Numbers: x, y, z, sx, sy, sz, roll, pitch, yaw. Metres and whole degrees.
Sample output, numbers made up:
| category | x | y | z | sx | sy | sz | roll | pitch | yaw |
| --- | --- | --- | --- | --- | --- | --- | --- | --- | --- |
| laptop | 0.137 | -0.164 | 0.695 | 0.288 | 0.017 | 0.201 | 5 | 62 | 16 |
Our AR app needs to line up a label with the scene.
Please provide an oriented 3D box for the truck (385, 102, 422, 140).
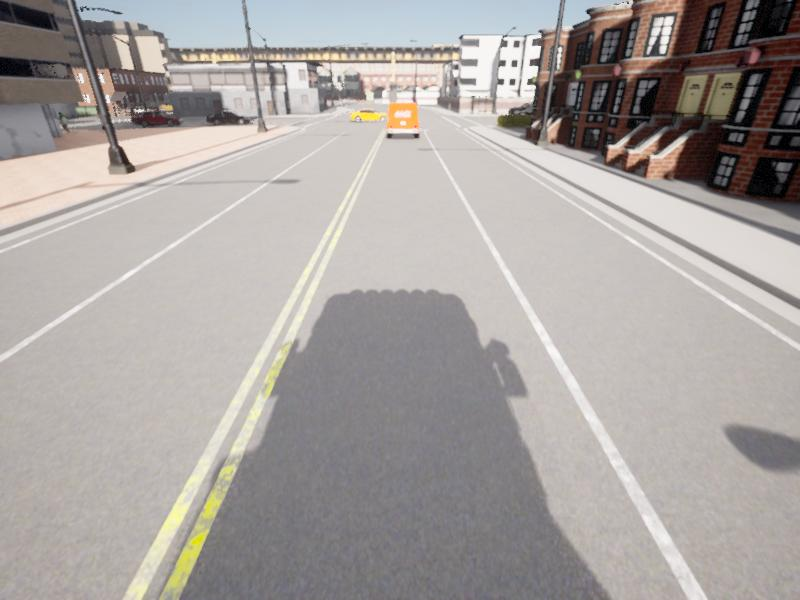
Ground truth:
| category | x | y | z | sx | sy | sz | roll | pitch | yaw |
| --- | --- | --- | --- | --- | --- | --- | --- | --- | --- |
| truck | 0.245 | -14.223 | 31.574 | 2.627 | 2.467 | 5.204 | 0 | 27 | 0 |

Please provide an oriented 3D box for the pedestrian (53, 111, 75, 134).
| category | x | y | z | sx | sy | sz | roll | pitch | yaw |
| --- | --- | --- | --- | --- | --- | --- | --- | --- | --- |
| pedestrian | -30.834 | -16.306 | 36.723 | 0.751 | 1.860 | 0.751 | 0 | 27 | -1 |

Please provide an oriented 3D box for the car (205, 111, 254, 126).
| category | x | y | z | sx | sy | sz | roll | pitch | yaw |
| --- | --- | --- | --- | --- | --- | --- | --- | --- | --- |
| car | -19.505 | -20.818 | 45.863 | 4.674 | 1.442 | 1.812 | -1 | 27 | -1 |

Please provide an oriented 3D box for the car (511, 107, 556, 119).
| category | x | y | z | sx | sy | sz | roll | pitch | yaw |
| --- | --- | --- | --- | --- | --- | --- | --- | --- | --- |
| car | 18.338 | -25.814 | 55.235 | 5.357 | 1.411 | 2.033 | 1 | 27 | 1 |

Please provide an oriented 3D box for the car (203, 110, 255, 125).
| category | x | y | z | sx | sy | sz | roll | pitch | yaw |
| --- | --- | --- | --- | --- | --- | --- | --- | --- | --- |
| car | -20.860 | -22.367 | 48.972 | 5.357 | 1.411 | 2.033 | -1 | 27 | -1 |

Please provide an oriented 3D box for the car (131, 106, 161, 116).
| category | x | y | z | sx | sy | sz | roll | pitch | yaw |
| --- | --- | --- | --- | --- | --- | --- | --- | --- | --- |
| car | -45.515 | -33.912 | 71.728 | 3.806 | 1.475 | 1.970 | -2 | 27 | 0 |

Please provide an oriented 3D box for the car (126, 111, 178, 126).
| category | x | y | z | sx | sy | sz | roll | pitch | yaw |
| --- | --- | --- | --- | --- | --- | --- | --- | --- | --- |
| car | -30.198 | -22.168 | 48.878 | 4.792 | 1.488 | 2.163 | -2 | 27 | 0 |

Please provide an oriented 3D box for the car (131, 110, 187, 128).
| category | x | y | z | sx | sy | sz | roll | pitch | yaw |
| --- | --- | --- | --- | --- | --- | --- | --- | --- | --- |
| car | -27.469 | -20.707 | 45.750 | 4.856 | 1.649 | 2.033 | -2 | 27 | 0 |

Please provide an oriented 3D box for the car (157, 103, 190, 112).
| category | x | y | z | sx | sy | sz | roll | pitch | yaw |
| --- | --- | --- | --- | --- | --- | --- | --- | --- | --- |
| car | -44.591 | -37.956 | 78.775 | 5.027 | 1.636 | 2.152 | -1 | 27 | -1 |

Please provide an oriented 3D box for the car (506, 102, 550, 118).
| category | x | y | z | sx | sy | sz | roll | pitch | yaw |
| --- | --- | --- | --- | --- | --- | --- | --- | --- | --- |
| car | 18.543 | -27.702 | 58.191 | 5.566 | 2.045 | 2.150 | 1 | 27 | 1 |

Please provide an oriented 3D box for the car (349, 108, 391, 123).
| category | x | y | z | sx | sy | sz | roll | pitch | yaw |
| --- | --- | --- | --- | --- | --- | --- | --- | --- | --- |
| car | -3.673 | -22.690 | 49.147 | 5.008 | 1.535 | 1.882 | 0 | 27 | -1 |
